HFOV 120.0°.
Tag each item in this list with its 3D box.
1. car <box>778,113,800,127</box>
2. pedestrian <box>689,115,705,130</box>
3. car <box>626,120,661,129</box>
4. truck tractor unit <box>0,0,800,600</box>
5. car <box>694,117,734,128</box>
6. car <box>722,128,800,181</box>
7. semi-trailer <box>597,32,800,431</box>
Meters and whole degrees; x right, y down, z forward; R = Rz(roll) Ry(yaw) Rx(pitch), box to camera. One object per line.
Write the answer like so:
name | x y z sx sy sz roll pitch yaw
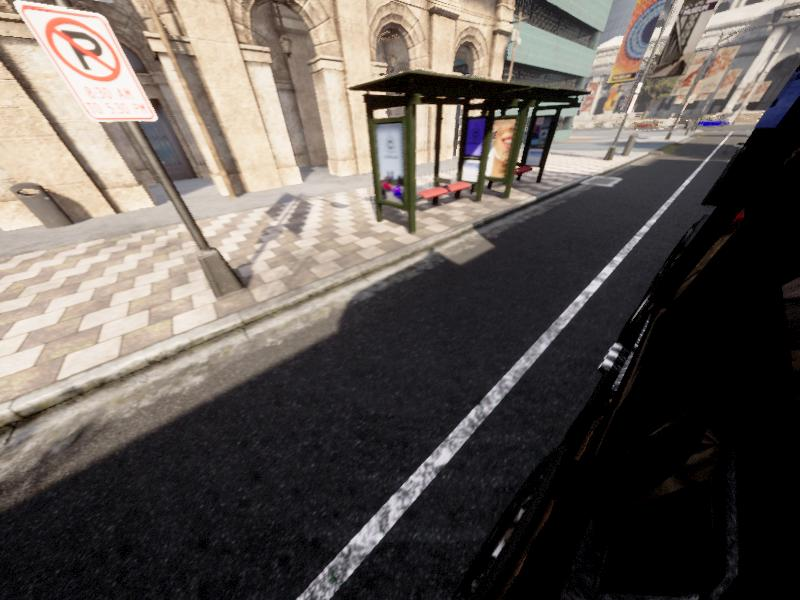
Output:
car | 64.856 -28.653 36.667 2.033 1.649 4.856 -28 44 -30
pedestrian | 46.413 -27.735 36.133 0.751 1.860 0.751 -29 44 -31
car | 54.203 -39.059 51.474 2.163 1.488 4.792 -28 44 -30
truck tractor unit | 2.645 -0.295 0.351 6.516 4.208 3.053 -28 44 -30
car | 58.377 -32.988 43.042 1.816 1.474 4.193 -28 44 -30
car | 16.273 -6.523 10.147 4.892 1.490 1.837 -28 44 -30
semi-trailer | 8.753 -3.558 4.187 14.254 4.402 2.717 -27 43 -29
